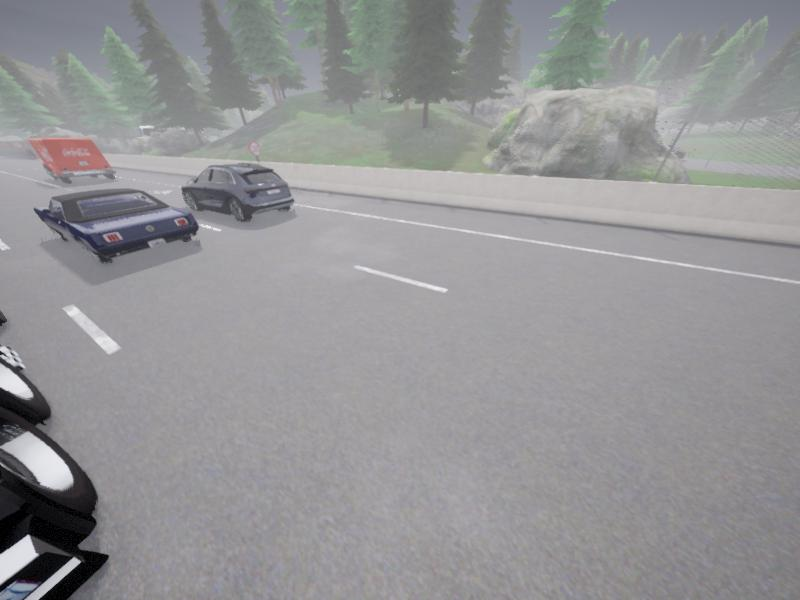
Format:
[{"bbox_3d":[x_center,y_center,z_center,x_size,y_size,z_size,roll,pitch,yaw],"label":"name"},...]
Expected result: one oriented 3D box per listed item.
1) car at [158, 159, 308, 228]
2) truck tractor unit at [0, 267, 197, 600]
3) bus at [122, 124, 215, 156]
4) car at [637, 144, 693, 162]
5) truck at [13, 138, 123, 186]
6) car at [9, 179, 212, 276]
[{"bbox_3d":[-6.146,-4.145,8.603,4.856,1.649,2.033,17,39,24],"label":"car"},{"bbox_3d":[-5.116,-0.296,0.775,6.516,4.208,3.053,18,39,24],"label":"truck tractor unit"},{"bbox_3d":[-40.941,-28.719,41.623,3.944,4.253,10.273,18,39,24],"label":"bus"},{"bbox_3d":[32.411,-18.225,28.529,2.038,1.542,4.974,7,36,10],"label":"car"},{"bbox_3d":[-22.672,-9.623,15.891,5.204,2.467,2.627,17,39,24],"label":"truck"},{"bbox_3d":[-7.534,-2.160,6.050,4.718,1.301,1.895,17,39,24],"label":"car"}]
